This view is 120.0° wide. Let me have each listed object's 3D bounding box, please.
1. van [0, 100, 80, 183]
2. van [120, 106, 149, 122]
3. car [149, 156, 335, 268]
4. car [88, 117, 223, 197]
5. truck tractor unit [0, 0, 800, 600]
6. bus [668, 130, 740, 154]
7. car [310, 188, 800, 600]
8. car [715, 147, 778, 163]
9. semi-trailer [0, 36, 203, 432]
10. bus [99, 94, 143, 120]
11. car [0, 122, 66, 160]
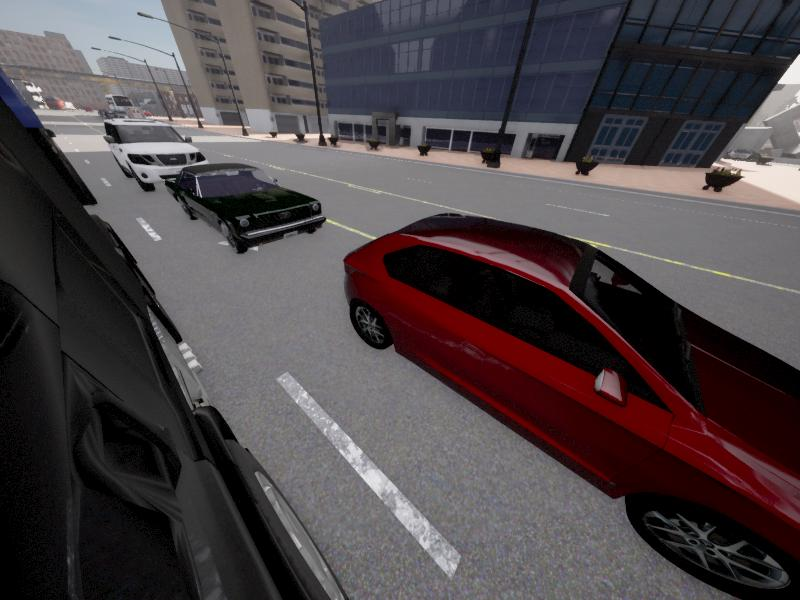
[{"bbox_3d":[-16.571,-6.880,9.791,6.366,2.431,2.351,28,44,30],"label":"van"},{"bbox_3d":[-57.659,-40.372,50.138,6.366,2.431,2.351,29,44,28],"label":"van"},{"bbox_3d":[-3.915,-2.477,5.626,4.718,1.301,1.895,28,44,30],"label":"car"},{"bbox_3d":[-9.754,-5.873,9.176,5.566,2.045,2.150,28,44,30],"label":"car"},{"bbox_3d":[-2.645,-0.295,0.351,6.516,4.208,3.053,28,44,30],"label":"truck tractor unit"},{"bbox_3d":[76.518,-40.098,58.486,10.273,4.253,3.944,6,37,3],"label":"bus"},{"bbox_3d":[1.278,0.188,2.244,4.193,1.474,1.816,28,44,30],"label":"car"},{"bbox_3d":[52.519,-22.043,35.138,2.038,1.542,4.974,-13,40,-20],"label":"car"},{"bbox_3d":[-8.755,-3.566,4.172,14.254,4.402,2.717,27,43,29],"label":"semi-trailer"},{"bbox_3d":[-66.089,-45.762,54.700,10.273,4.253,3.944,29,44,29],"label":"bus"},{"bbox_3d":[-22.275,-9.523,13.726,4.902,1.511,2.128,28,44,30],"label":"car"}]
